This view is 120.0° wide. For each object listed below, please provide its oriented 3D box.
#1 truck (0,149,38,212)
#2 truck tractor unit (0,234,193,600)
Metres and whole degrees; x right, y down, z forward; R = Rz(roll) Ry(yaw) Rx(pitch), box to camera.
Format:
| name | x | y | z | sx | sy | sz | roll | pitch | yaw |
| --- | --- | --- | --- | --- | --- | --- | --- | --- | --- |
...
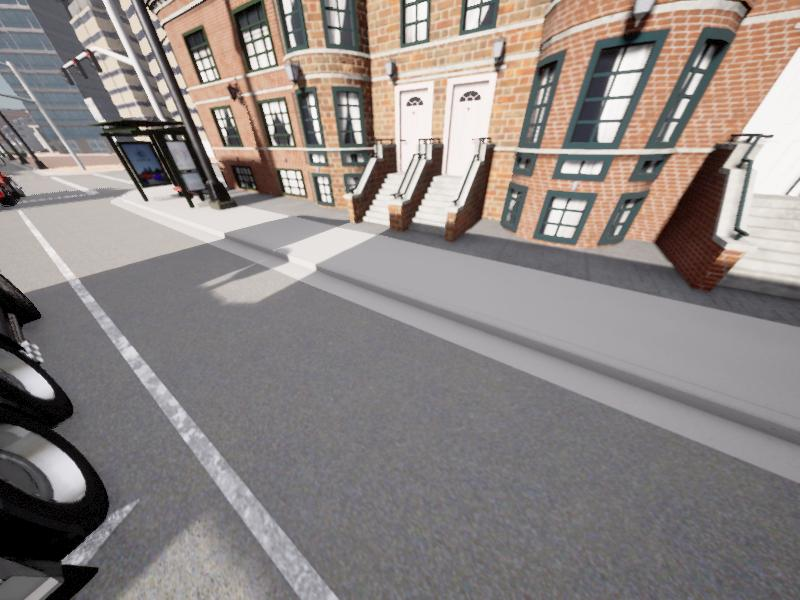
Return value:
| name | x | y | z | sx | sy | sz | roll | pitch | yaw |
| --- | --- | --- | --- | --- | --- | --- | --- | --- | --- |
| truck | -19.670 | -5.415 | 10.133 | 2.627 | 2.467 | 5.204 | -30 | 44 | -35 |
| truck tractor unit | -5.109 | -0.296 | 0.852 | 6.516 | 4.208 | 3.053 | 19 | 42 | 27 |
